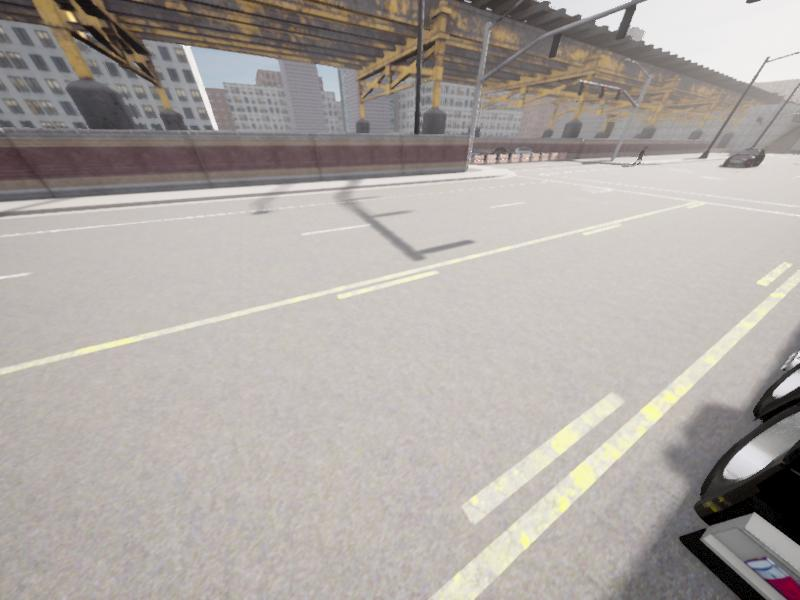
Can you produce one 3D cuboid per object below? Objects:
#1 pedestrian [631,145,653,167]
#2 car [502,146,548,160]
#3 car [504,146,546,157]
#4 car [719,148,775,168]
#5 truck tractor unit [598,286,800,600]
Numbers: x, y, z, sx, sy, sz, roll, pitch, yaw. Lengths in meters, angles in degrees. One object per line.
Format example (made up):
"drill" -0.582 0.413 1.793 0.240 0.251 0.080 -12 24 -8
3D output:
"pedestrian" 24.761 -14.725 23.661 0.751 1.860 0.751 -30 45 -36
"car" 17.046 -20.202 31.700 4.974 1.542 2.038 1 35 1
"car" 16.995 -20.332 31.610 4.536 1.218 1.853 1 35 1
"car" 37.476 -15.369 24.963 4.856 1.649 2.033 -16 38 -22
"truck tractor unit" 5.154 -0.252 0.732 6.516 4.208 3.053 -16 38 -22
